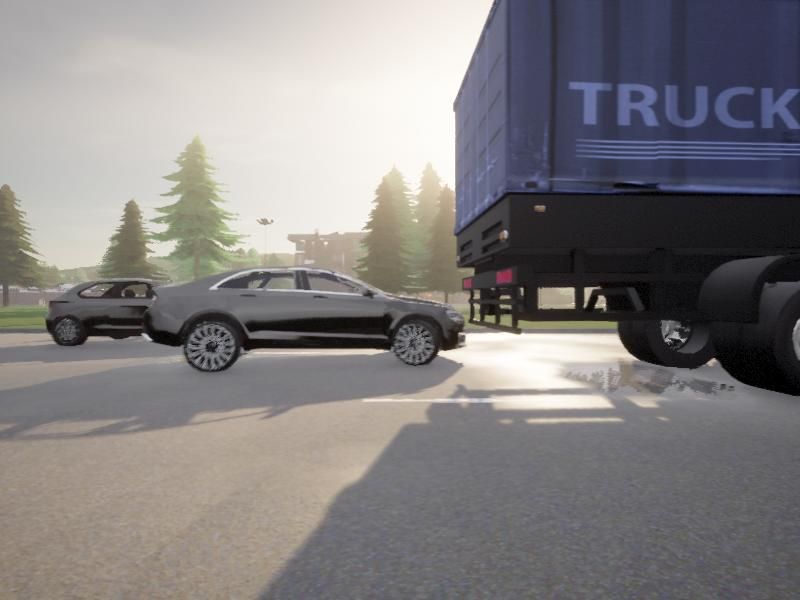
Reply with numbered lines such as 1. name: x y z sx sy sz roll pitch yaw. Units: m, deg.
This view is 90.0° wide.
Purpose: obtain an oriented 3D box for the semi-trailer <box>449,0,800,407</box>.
1. semi-trailer: 7.967 -1.220 5.416 14.254 4.402 2.717 0 0 -3

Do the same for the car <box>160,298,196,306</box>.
1. car: -35.301 0.333 63.777 4.718 1.301 1.895 0 0 0

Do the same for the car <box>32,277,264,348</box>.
1. car: -5.535 0.253 9.201 4.193 1.474 1.816 0 0 0

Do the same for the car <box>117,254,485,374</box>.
1. car: -1.342 0.237 6.550 4.902 1.511 2.128 1 -2 -11
